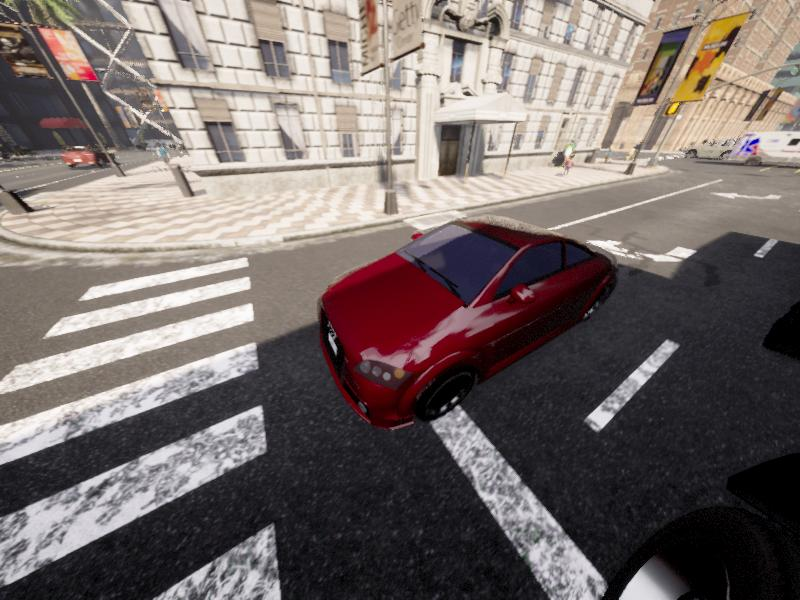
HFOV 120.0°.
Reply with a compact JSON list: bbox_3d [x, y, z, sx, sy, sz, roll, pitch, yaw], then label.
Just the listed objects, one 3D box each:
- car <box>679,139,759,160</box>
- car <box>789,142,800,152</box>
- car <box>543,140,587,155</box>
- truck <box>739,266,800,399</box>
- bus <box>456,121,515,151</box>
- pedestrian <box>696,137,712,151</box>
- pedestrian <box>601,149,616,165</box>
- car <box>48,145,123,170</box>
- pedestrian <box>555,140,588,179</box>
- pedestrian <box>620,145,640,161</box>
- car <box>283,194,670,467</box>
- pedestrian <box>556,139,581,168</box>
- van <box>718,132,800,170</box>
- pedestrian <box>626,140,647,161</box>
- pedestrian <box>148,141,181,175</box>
[{"bbox_3d":[35.077,-16.721,25.648,1.932,1.855,4.605,-17,37,-22],"label":"car"},{"bbox_3d":[65.682,-24.829,37.431,4.718,1.301,1.895,-19,40,-25],"label":"car"},{"bbox_3d":[24.620,-22.909,34.616,2.242,1.667,4.611,-19,40,-25],"label":"car"},{"bbox_3d":[7.262,-0.372,2.560,6.274,2.098,2.390,-19,39,-25],"label":"truck"},{"bbox_3d":[16.355,-32.109,45.402,3.944,4.253,10.273,-19,39,-24],"label":"bus"},{"bbox_3d":[49.722,-25.566,37.767,0.751,1.860,0.751,-19,40,-25],"label":"pedestrian"},{"bbox_3d":[18.018,-12.388,20.004,0.500,1.100,0.500,-30,45,-35],"label":"pedestrian"},{"bbox_3d":[-28.547,-13.232,21.281,2.152,1.651,5.027,-18,39,-23],"label":"car"},{"bbox_3d":[9.947,-8.170,13.441,0.751,1.860,0.751,-27,44,-33],"label":"pedestrian"},{"bbox_3d":[22.982,-14.656,23.060,0.751,1.300,0.751,-19,39,-24],"label":"pedestrian"},{"bbox_3d":[1.024,-0.279,3.093,4.181,1.385,1.994,-19,39,-24],"label":"car"},{"bbox_3d":[13.084,-11.396,17.974,0.751,1.860,0.751,-16,38,-21],"label":"pedestrian"},{"bbox_3d":[31.978,-12.236,18.878,2.351,2.431,6.366,-19,40,-25],"label":"van"},{"bbox_3d":[24.564,-15.541,24.023,0.751,1.860,0.751,-24,42,-30],"label":"pedestrian"},{"bbox_3d":[-15.577,-9.416,15.325,0.751,1.860,0.751,-21,40,-26],"label":"pedestrian"}]
